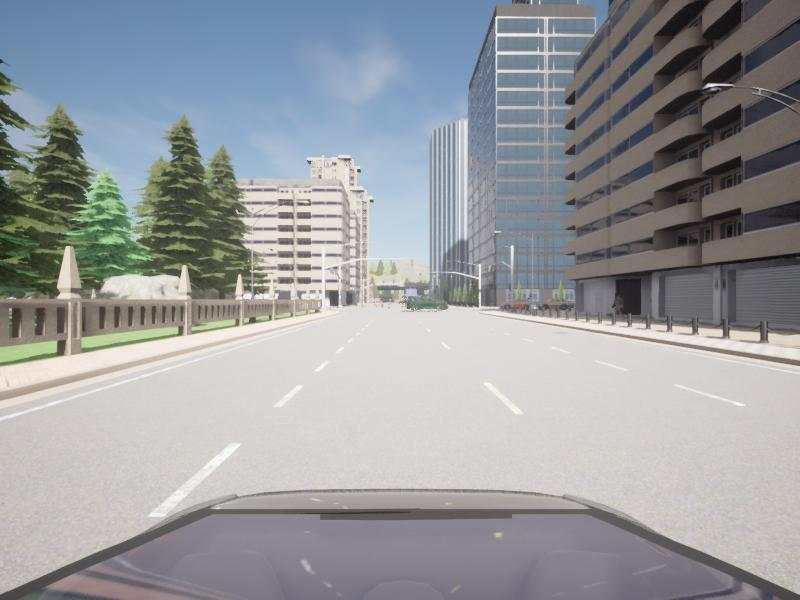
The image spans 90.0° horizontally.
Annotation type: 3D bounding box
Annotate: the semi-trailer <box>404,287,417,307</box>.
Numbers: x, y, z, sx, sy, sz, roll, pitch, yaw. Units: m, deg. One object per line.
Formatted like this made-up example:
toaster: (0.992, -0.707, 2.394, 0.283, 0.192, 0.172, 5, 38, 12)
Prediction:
semi-trailer: (2.414, -0.617, 96.763, 2.717, 4.402, 14.254, 0, 0, -1)

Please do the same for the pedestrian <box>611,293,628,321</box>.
pedestrian: (15.102, 0.483, 27.522, 0.751, 1.860, 0.751, 0, 0, -9)

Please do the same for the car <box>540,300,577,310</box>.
car: (25.061, 0.781, 63.333, 4.902, 1.511, 2.128, 0, 0, 0)

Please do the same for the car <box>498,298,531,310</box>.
car: (18.110, 0.639, 63.311, 4.553, 1.767, 2.097, 0, 0, 0)

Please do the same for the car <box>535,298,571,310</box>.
car: (22.836, 0.597, 59.821, 4.605, 1.855, 1.932, 0, 0, 0)

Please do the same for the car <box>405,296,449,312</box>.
car: (3.500, 0.535, 52.714, 5.566, 2.045, 2.150, 0, 0, 0)
